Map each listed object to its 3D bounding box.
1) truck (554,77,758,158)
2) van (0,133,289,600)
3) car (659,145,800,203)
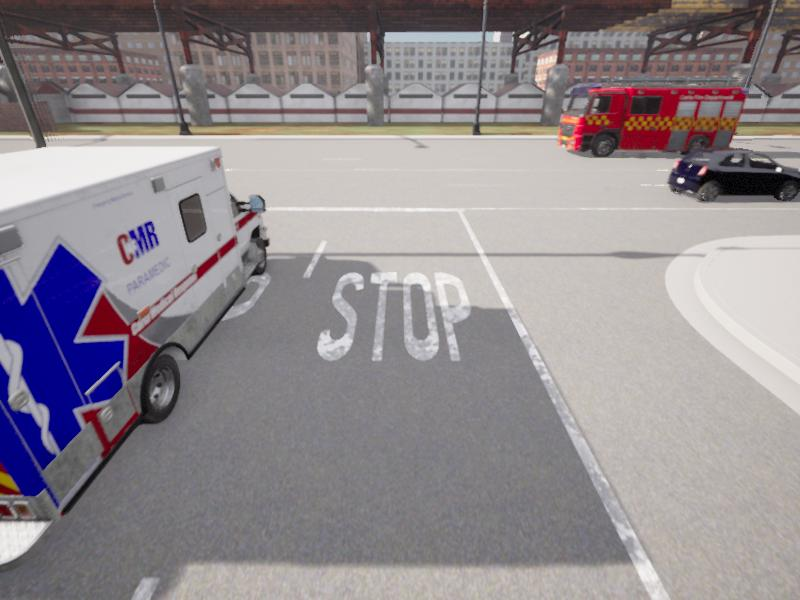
[{"bbox_3d":[13.503,-9.994,21.973,8.468,3.827,2.891,0,27,0],"label":"truck"},{"bbox_3d":[-3.496,-0.490,4.951,2.351,2.431,6.366,0,27,0],"label":"van"},{"bbox_3d":[11.002,-4.138,13.051,3.633,1.501,1.845,0,27,-1],"label":"car"}]
